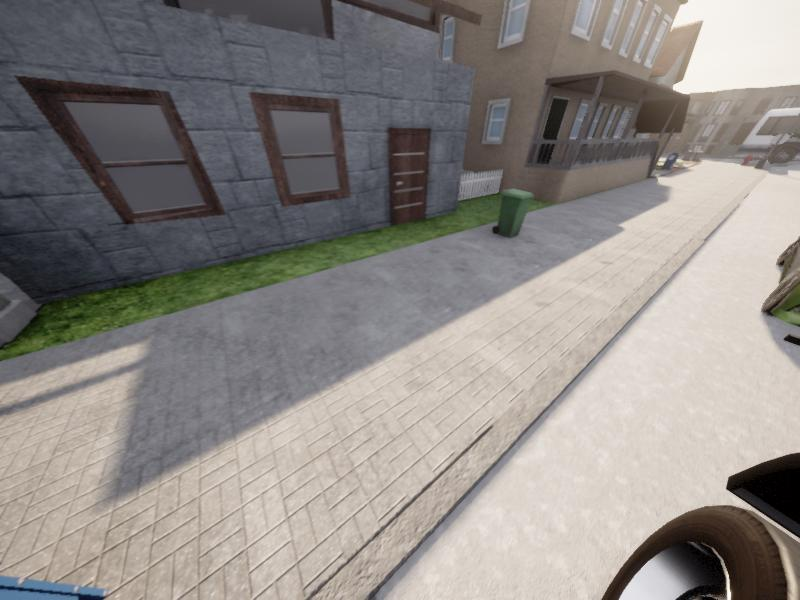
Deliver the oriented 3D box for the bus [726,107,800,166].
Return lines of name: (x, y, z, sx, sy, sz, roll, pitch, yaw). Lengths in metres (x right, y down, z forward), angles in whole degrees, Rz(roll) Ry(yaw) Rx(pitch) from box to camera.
bus: (37.533, -13.850, 19.597, 3.944, 4.253, 10.273, -22, 40, -28)

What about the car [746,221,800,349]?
car: (7.330, -0.485, 3.221, 4.514, 1.525, 2.007, -22, 41, -28)
